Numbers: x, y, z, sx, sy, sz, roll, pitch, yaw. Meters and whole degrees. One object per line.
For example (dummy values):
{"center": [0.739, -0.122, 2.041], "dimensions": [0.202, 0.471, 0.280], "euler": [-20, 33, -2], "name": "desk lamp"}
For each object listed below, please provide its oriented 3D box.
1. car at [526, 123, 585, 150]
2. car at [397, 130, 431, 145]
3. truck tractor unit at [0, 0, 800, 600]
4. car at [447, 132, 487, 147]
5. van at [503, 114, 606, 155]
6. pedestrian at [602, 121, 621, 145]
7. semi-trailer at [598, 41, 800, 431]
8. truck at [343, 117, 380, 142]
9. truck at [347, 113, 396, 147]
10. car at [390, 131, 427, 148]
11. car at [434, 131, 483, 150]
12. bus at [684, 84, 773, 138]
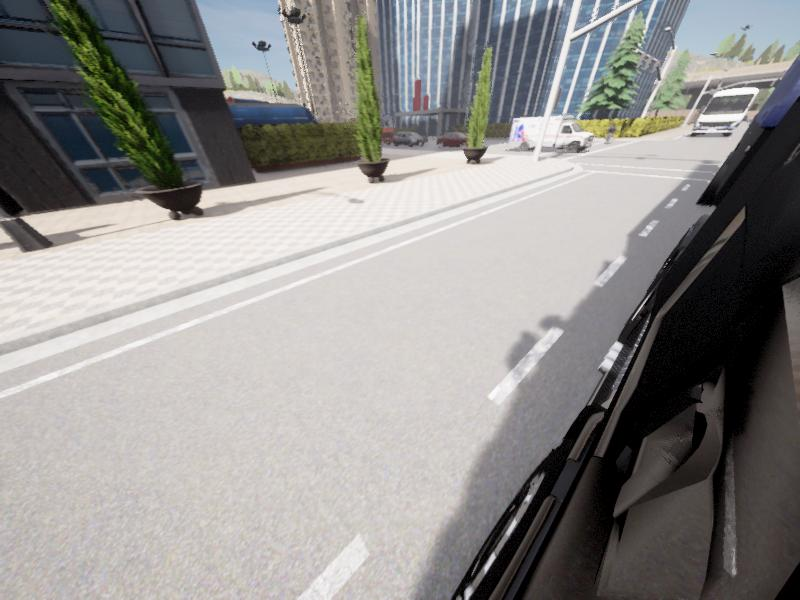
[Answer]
{"center": [14.635, -15.584, 22.022], "dimensions": [1.905, 1.878, 3.866], "euler": [-29, 44, -30], "name": "car"}
{"center": [1.956, -24.066, 34.277], "dimensions": [1.930, 1.638, 5.238], "euler": [-28, 44, -30], "name": "car"}
{"center": [2.645, -0.295, 0.351], "dimensions": [6.516, 4.208, 3.053], "euler": [-28, 44, -30], "name": "truck tractor unit"}
{"center": [8.153, -19.758, 28.401], "dimensions": [1.994, 1.385, 4.181], "euler": [-28, 44, -30], "name": "car"}
{"center": [12.594, -13.941, 19.498], "dimensions": [2.351, 2.431, 6.366], "euler": [-29, 44, -30], "name": "van"}
{"center": [21.012, -16.609, 23.012], "dimensions": [0.751, 1.860, 0.751], "euler": [20, 42, 27], "name": "pedestrian"}
{"center": [8.704, -3.589, 4.241], "dimensions": [14.254, 4.402, 2.717], "euler": [-28, 44, -30], "name": "semi-trailer"}
{"center": [-7.965, -34.881, 47.457], "dimensions": [2.891, 3.827, 8.468], "euler": [-28, 44, -30], "name": "truck"}
{"center": [-4.500, -26.094, 35.532], "dimensions": [2.891, 3.827, 8.468], "euler": [-27, 43, -29], "name": "truck"}
{"center": [1.070, -21.441, 30.800], "dimensions": [2.242, 1.667, 4.611], "euler": [-28, 44, -30], "name": "car"}
{"center": [6.349, -17.808, 25.760], "dimensions": [1.882, 1.535, 5.008], "euler": [-28, 44, -30], "name": "car"}
{"center": [38.530, -22.002, 27.255], "dimensions": [10.273, 4.253, 3.944], "euler": [-28, 44, -30], "name": "bus"}
